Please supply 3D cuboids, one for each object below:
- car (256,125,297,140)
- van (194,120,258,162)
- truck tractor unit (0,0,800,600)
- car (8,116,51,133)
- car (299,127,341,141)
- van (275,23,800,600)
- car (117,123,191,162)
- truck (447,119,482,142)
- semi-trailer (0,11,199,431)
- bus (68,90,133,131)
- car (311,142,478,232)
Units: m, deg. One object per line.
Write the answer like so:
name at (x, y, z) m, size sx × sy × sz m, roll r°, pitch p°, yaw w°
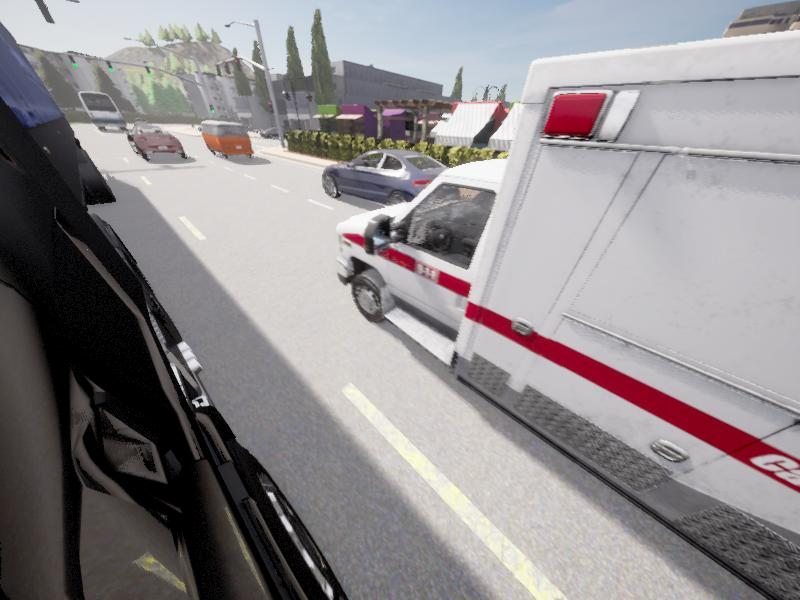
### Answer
car at (-17.396, -23.728, 32.782) m, size 2.007 × 1.525 × 4.514 m, roll 32°, pitch 46°, yaw 33°
van at (-11.793, -10.829, 15.623) m, size 4.442 × 1.987 × 1.775 m, roll 31°, pitch 45°, yaw 32°
truck tractor unit at (-2.645, -0.295, 0.351) m, size 6.516 × 4.208 × 3.053 m, roll 28°, pitch 44°, yaw 30°
car at (-43.254, -20.607, 27.091) m, size 4.181 × 1.385 × 1.994 m, roll 30°, pitch 45°, yaw 32°
car at (-11.526, -24.172, 33.709) m, size 1.801 × 1.575 × 5.366 m, roll 32°, pitch 46°, yaw 33°
van at (1.989, -0.026, 1.795) m, size 6.366 × 2.431 × 2.351 m, roll 31°, pitch 45°, yaw 32°
car at (-15.633, -10.073, 14.672) m, size 5.027 × 1.651 × 2.152 m, roll 31°, pitch 45°, yaw 32°
truck at (14.144, -37.074, 50.649) m, size 2.891 × 3.827 × 8.468 m, roll 31°, pitch 45°, yaw 32°
semi-trailer at (-8.548, -3.713, 4.355) m, size 14.254 × 4.402 × 2.717 m, roll 30°, pitch 45°, yaw 31°
bus at (-44.949, -28.411, 34.951) m, size 3.944 × 4.253 × 10.273 m, roll -30°, pitch 48°, yaw -35°
car at (-0.437, -3.990, 7.574) m, size 5.027 × 1.651 × 2.152 m, roll 30°, pitch 45°, yaw 32°
